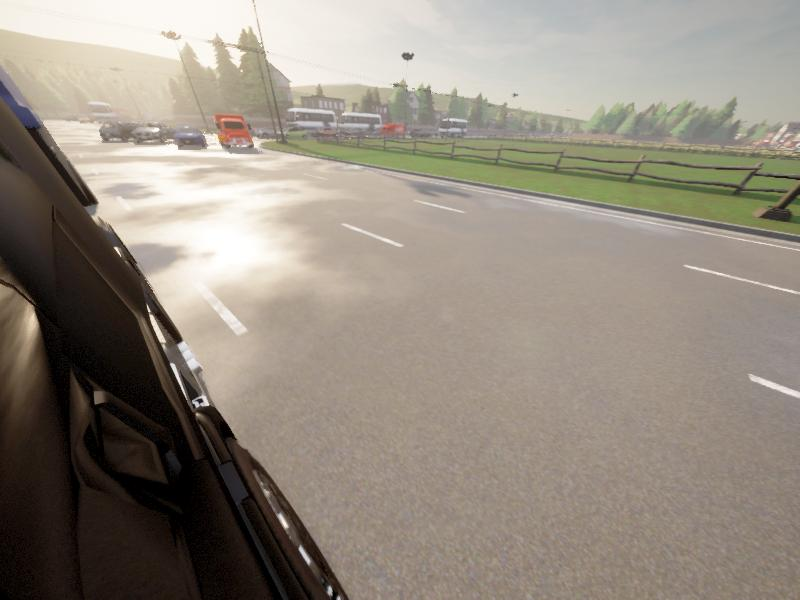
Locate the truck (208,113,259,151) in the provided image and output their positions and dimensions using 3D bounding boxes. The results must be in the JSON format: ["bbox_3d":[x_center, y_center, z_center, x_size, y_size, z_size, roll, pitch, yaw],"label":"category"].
[{"bbox_3d":[-15.305,-15.430,21.161,2.627,2.467,5.204,-22,44,-29],"label":"truck"}]

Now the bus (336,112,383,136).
[{"bbox_3d":[-9.517,-42.453,55.926,10.273,4.253,3.944,-19,41,-26],"label":"bus"}]

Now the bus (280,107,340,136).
[{"bbox_3d":[-18.025,-36.433,47.413,3.944,4.253,10.273,28,44,30],"label":"bus"}]

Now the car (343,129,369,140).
[{"bbox_3d":[-7.844,-29.441,41.139,1.994,1.385,4.181,27,43,29],"label":"car"}]

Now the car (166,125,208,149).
[{"bbox_3d":[-18.945,-14.740,20.806,1.882,1.535,5.008,-18,42,-25],"label":"car"}]

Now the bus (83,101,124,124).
[{"bbox_3d":[-76.381,-48.440,59.871,3.944,4.253,10.273,-23,44,-30],"label":"bus"}]

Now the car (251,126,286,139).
[{"bbox_3d":[-19.196,-24.530,33.847,1.970,1.475,3.806,25,42,27],"label":"car"}]

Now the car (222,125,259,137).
[{"bbox_3d":[-25.211,-26.840,36.644,1.994,1.385,4.181,24,42,26],"label":"car"}]

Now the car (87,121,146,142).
[{"bbox_3d":[-27.501,-16.504,22.625,1.789,1.549,3.705,-9,38,-14],"label":"car"}]

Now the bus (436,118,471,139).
[{"bbox_3d":[14.572,-46.346,62.535,3.944,4.253,10.273,27,43,29],"label":"bus"}]

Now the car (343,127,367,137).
[{"bbox_3d":[-9.368,-35.122,48.342,2.242,1.667,4.611,28,43,29],"label":"car"}]

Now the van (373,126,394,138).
[{"bbox_3d":[-3.506,-36.090,49.717,1.775,1.987,4.442,27,43,29],"label":"van"}]

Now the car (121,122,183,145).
[{"bbox_3d":[-24.018,-16.426,22.673,2.152,1.651,5.027,-10,39,-16],"label":"car"}]

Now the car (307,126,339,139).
[{"bbox_3d":[-13.236,-29.064,40.065,2.242,1.667,4.611,27,43,29],"label":"car"}]

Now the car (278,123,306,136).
[{"bbox_3d":[-19.747,-31.200,42.326,1.905,1.878,3.866,27,44,29],"label":"car"}]

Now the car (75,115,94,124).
[{"bbox_3d":[-76.402,-43.785,55.947,1.801,1.575,5.366,-27,46,-33],"label":"car"}]

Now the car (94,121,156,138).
[{"bbox_3d":[-32.085,-20.062,27.168,1.812,1.442,4.674,1,37,-1],"label":"car"}]

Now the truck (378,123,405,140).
[{"bbox_3d":[-1.612,-34.291,47.037,2.627,2.467,5.204,27,43,29],"label":"truck"}]

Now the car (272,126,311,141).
[{"bbox_3d":[-15.506,-23.892,33.178,2.007,1.525,4.514,25,43,27],"label":"car"}]

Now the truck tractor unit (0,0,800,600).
[{"bbox_3d":[-2.645,-0.295,0.352,6.516,4.208,3.053,28,44,30],"label":"truck tractor unit"}]

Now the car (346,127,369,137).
[{"bbox_3d":[-9.580,-38.054,52.222,4.611,1.667,2.242,-26,45,-32],"label":"car"}]

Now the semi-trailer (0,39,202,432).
[{"bbox_3d":[-8.750,-3.567,4.182,14.254,4.402,2.717,28,44,29],"label":"semi-trailer"}]
